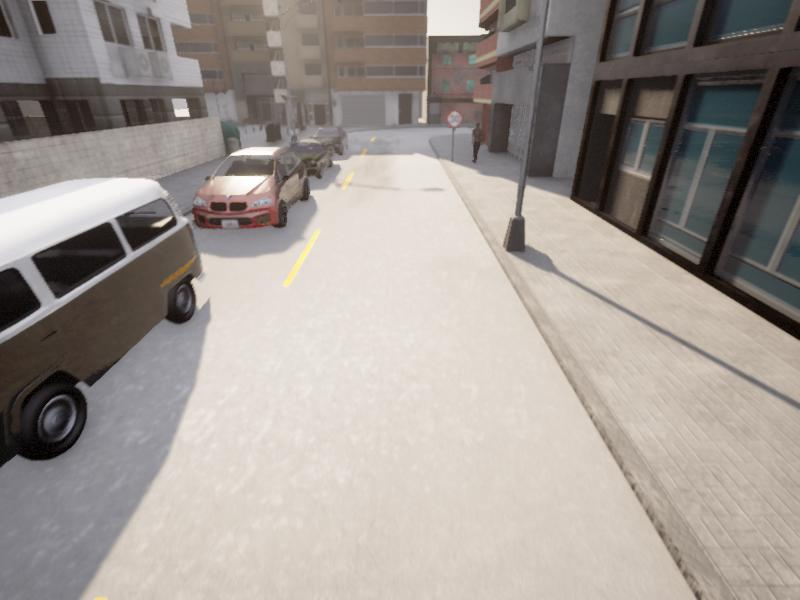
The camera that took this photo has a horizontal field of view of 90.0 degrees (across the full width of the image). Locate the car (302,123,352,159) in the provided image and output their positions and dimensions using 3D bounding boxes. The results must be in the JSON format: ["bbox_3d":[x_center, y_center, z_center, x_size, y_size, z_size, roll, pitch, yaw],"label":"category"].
[{"bbox_3d":[-4.092,-9.391,23.406,2.033,1.411,5.357,-1,27,-1],"label":"car"}]

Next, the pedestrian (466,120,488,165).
[{"bbox_3d":[3.495,-7.166,18.204,0.751,1.860,0.751,6,28,13],"label":"pedestrian"}]

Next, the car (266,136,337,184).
[{"bbox_3d":[-4.044,-6.154,17.220,1.895,1.301,4.718,0,27,0],"label":"car"}]

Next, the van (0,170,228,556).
[{"bbox_3d":[-4.005,-0.011,4.461,2.069,2.038,4.480,0,27,0],"label":"van"}]

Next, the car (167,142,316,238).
[{"bbox_3d":[-4.002,-3.288,11.237,2.242,1.667,4.611,0,27,0],"label":"car"}]

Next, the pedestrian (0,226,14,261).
[{"bbox_3d":[-8.307,-1.569,7.458,0.751,1.860,0.751,1,27,2],"label":"pedestrian"}]
